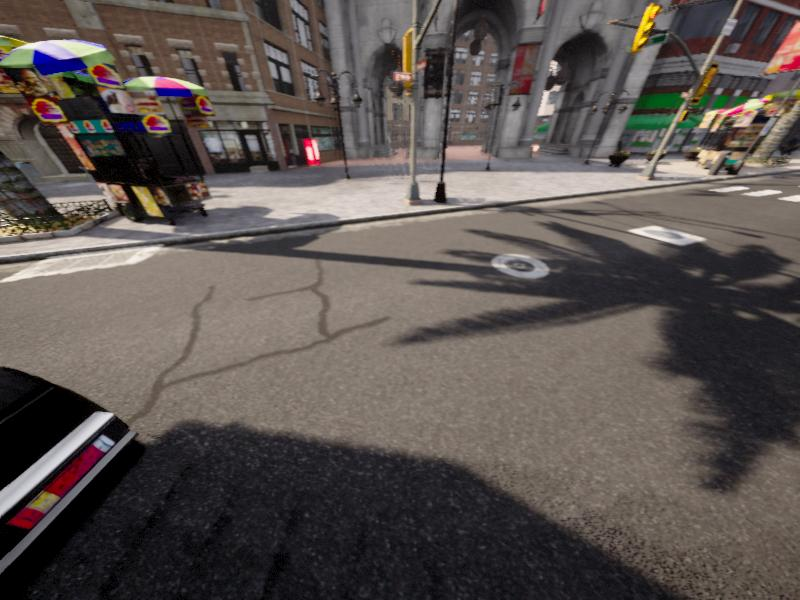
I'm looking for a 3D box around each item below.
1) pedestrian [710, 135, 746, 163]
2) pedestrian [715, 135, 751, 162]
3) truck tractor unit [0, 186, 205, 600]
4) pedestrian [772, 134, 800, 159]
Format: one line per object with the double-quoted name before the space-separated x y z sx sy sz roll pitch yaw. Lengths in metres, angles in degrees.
"pedestrian" 27.280 -12.579 19.242 0.751 1.860 0.751 -12 37 -15
"pedestrian" 28.093 -12.781 19.513 0.751 1.860 0.751 -12 37 -15
"truck tractor unit" -5.370 0.188 0.105 6.516 4.208 3.053 2 35 3
"pedestrian" 36.372 -14.344 21.570 0.751 1.860 0.751 -11 37 -15
